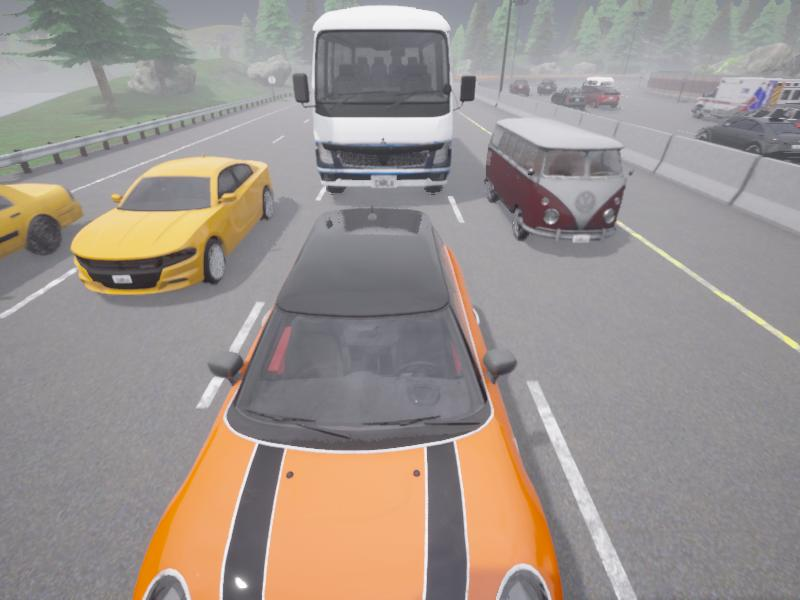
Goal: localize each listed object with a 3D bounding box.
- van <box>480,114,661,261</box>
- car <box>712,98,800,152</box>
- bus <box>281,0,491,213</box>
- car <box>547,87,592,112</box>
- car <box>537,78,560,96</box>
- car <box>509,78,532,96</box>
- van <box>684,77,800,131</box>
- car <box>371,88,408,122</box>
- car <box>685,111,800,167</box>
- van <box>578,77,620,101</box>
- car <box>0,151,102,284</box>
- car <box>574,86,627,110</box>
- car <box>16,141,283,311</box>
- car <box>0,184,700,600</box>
[{"bbox_3d":[3.131,-2.682,8.612,1.775,1.987,4.442,0,30,-1],"label":"van"},{"bbox_3d":[16.965,-7.904,17.856,2.242,1.667,4.611,0,31,-1],"label":"car"},{"bbox_3d":[-0.336,-6.548,12.969,3.944,4.253,10.273,0,30,-1],"label":"bus"},{"bbox_3d":[13.222,-15.822,31.497,1.789,1.549,3.705,0,31,-1],"label":"car"},{"bbox_3d":[18.175,-26.158,49.075,2.242,1.667,4.611,9,31,14],"label":"car"},{"bbox_3d":[14.375,-25.619,47.992,2.097,1.767,4.553,6,31,10],"label":"car"},{"bbox_3d":[20.365,-11.712,23.612,2.351,2.431,6.366,0,30,-1],"label":"van"},{"bbox_3d":[-0.671,-13.104,26.724,2.242,1.667,4.611,0,30,-1],"label":"car"},{"bbox_3d":[13.514,-6.267,15.355,1.994,1.385,4.181,0,30,-1],"label":"car"},{"bbox_3d":[20.304,-21.742,41.133,2.069,2.038,4.480,1,31,2],"label":"van"},{"bbox_3d":[-7.319,-0.886,5.935,1.801,1.575,5.366,0,30,-1],"label":"car"},{"bbox_3d":[16.688,-17.045,33.613,2.007,1.525,4.514,0,30,-1],"label":"car"},{"bbox_3d":[-3.844,-1.776,7.501,1.882,1.535,5.008,0,30,-1],"label":"car"},{"bbox_3d":[-0.267,0.495,3.371,2.097,1.767,4.553,0,30,-1],"label":"car"}]
